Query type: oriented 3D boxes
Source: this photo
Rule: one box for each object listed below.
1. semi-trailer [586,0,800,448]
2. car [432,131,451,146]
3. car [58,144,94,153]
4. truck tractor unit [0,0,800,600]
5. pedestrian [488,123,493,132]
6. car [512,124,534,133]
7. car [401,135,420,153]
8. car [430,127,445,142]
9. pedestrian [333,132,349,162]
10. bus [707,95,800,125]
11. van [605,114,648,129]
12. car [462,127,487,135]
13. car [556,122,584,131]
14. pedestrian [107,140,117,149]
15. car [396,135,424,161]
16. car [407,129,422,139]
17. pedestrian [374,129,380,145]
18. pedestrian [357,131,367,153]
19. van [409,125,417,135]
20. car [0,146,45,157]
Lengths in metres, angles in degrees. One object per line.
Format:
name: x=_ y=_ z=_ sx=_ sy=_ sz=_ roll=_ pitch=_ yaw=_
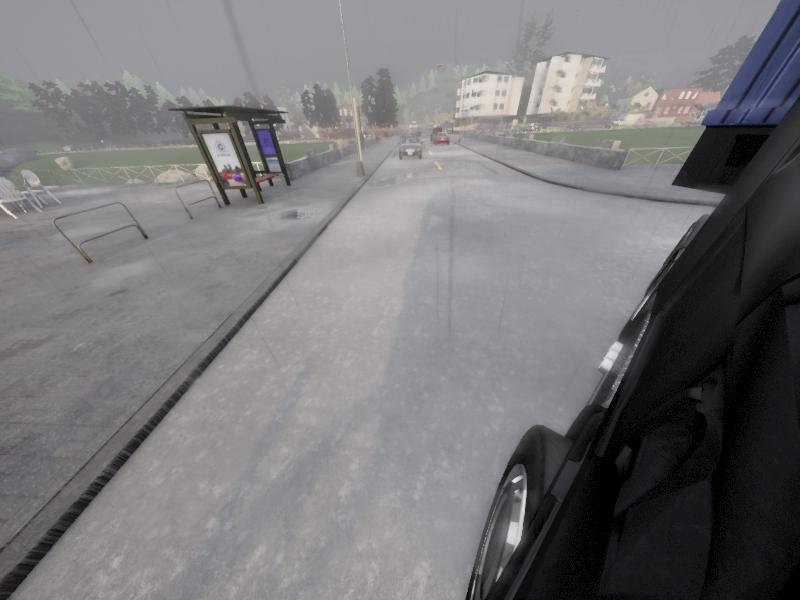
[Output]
semi-trailer: x=9.992 y=-2.009 z=2.023 sx=14.254 sy=4.402 sz=2.717 roll=-8 pitch=37 yaw=-7
car: x=5.637 y=-22.295 z=31.842 sx=1.994 sy=1.385 sz=4.181 roll=-1 pitch=37 yaw=2
car: x=-83.256 y=-38.970 z=59.427 sx=2.152 sy=1.651 sz=5.027 roll=0 pitch=37 yaw=4
truck tractor unit: x=2.645 y=-0.295 z=0.351 sx=6.516 sy=4.208 sz=3.053 roll=-28 pitch=44 yaw=-30
pedestrian: x=23.475 y=-44.970 z=60.144 sx=0.751 sy=1.860 sz=0.751 roll=0 pitch=37 yaw=3
car: x=29.328 y=-41.000 z=55.232 sx=3.806 sy=1.475 sz=1.970 roll=0 pitch=37 yaw=4
car: x=1.196 y=-17.099 z=25.250 sx=1.895 sy=1.301 sz=4.718 roll=0 pitch=37 yaw=4
car: x=5.968 y=-26.799 z=37.384 sx=1.905 sy=1.878 sz=3.866 roll=0 pitch=37 yaw=4
pedestrian: x=-4.536 y=-11.837 z=17.905 sx=0.751 sy=1.860 sz=0.751 roll=0 pitch=37 yaw=4
bus: x=73.645 y=-39.709 z=48.526 sx=10.273 sy=4.253 sz=3.944 roll=0 pitch=37 yaw=4
van: x=52.336 y=-41.345 z=53.512 sx=6.366 sy=2.431 sz=2.351 roll=0 pitch=37 yaw=4
car: x=17.881 y=-40.986 z=55.971 sx=5.357 sy=1.411 sz=2.033 roll=0 pitch=37 yaw=4
car: x=40.141 y=-40.991 z=54.551 sx=4.892 sy=1.490 sz=1.837 roll=0 pitch=37 yaw=4
pedestrian: x=-80.214 y=-43.340 z=64.415 sx=0.751 sy=1.860 sz=0.751 roll=12 pitch=39 yaw=19
car: x=0.939 y=-13.009 z=19.640 sx=2.128 sy=1.511 sz=4.902 roll=1 pitch=37 yaw=4
car: x=3.219 y=-36.556 z=50.873 sx=1.837 sy=1.490 sz=4.892 roll=10 pitch=39 yaw=19
pedestrian: x=-3.465 y=-24.621 z=34.864 sx=0.751 sy=1.860 sz=0.751 roll=0 pitch=37 yaw=3
pedestrian: x=-3.829 y=-16.070 z=23.499 sx=0.751 sy=1.860 sz=0.751 roll=-3 pitch=37 yaw=0
van: x=4.197 y=-53.839 z=73.051 sx=2.351 sy=2.431 sz=6.366 roll=0 pitch=37 yaw=4
car: x=-83.756 y=-33.095 z=51.379 sx=2.033 sy=1.649 sz=4.856 roll=0 pitch=37 yaw=4
